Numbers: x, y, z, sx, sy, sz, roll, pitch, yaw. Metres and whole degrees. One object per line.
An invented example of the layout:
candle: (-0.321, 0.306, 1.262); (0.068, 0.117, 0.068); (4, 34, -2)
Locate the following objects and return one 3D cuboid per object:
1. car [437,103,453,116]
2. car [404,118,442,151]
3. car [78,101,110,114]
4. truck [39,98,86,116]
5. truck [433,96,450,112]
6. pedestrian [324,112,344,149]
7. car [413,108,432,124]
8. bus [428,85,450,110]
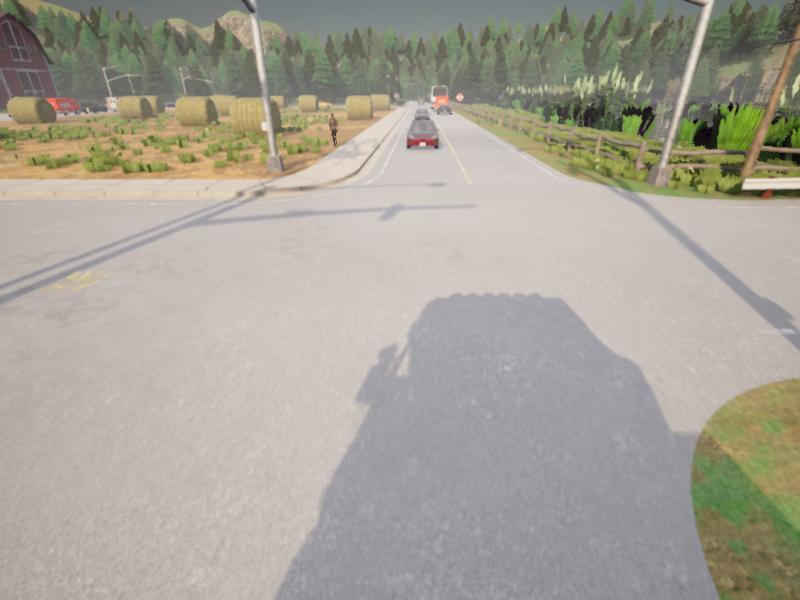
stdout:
car: (6.894, -29.751, 62.393); (2.152, 1.651, 5.027); (1, 27, 2)
car: (1.421, -10.434, 25.034); (2.163, 1.488, 4.792); (1, 27, 2)
car: (-52.578, -33.142, 68.872); (1.932, 1.855, 4.605); (-1, 27, -1)
truck: (-52.430, -30.084, 62.315); (2.627, 2.467, 5.204); (-1, 27, -1)
truck: (7.424, -35.423, 72.214); (2.627, 2.467, 5.204); (1, 27, 2)
pedestrian: (-3.767, -9.675, 22.805); (0.751, 1.860, 0.751); (6, 28, 12)
car: (2.524, -21.223, 45.974); (2.033, 1.411, 5.357); (1, 27, 2)
bus: (7.888, -41.990, 82.959); (3.944, 4.253, 10.273); (1, 27, 2)
